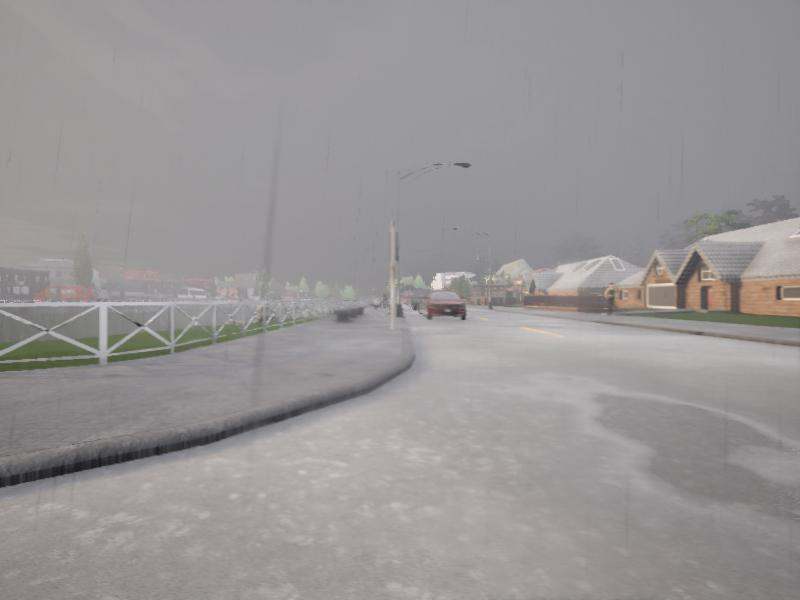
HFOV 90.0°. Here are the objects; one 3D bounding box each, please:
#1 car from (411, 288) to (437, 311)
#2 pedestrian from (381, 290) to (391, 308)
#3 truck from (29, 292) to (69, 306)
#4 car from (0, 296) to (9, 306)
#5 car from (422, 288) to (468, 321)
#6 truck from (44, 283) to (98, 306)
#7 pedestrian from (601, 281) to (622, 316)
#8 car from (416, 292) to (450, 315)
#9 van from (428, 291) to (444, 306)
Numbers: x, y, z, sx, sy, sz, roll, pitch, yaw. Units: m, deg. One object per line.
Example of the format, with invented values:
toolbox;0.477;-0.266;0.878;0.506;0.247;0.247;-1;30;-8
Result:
car;2.214;-0.030;38.104;2.150;2.045;5.566;0;0;0
pedestrian;-1.474;-0.067;41.281;0.751;1.860;0.751;0;0;30
truck;-63.458;-0.245;72.410;2.627;2.467;5.204;0;0;0
car;-63.452;0.172;61.260;1.930;1.638;5.238;0;0;0
car;2.248;0.223;21.134;1.882;1.535;5.008;0;0;1
truck;-59.452;-0.924;72.630;2.891;3.827;8.468;0;0;0
pedestrian;11.420;-0.067;21.647;0.751;1.860;0.751;0;0;0
car;2.216;0.229;28.177;2.007;1.525;4.514;0;0;0
van;6.213;-0.224;69.956;2.351;2.431;6.366;0;0;0
